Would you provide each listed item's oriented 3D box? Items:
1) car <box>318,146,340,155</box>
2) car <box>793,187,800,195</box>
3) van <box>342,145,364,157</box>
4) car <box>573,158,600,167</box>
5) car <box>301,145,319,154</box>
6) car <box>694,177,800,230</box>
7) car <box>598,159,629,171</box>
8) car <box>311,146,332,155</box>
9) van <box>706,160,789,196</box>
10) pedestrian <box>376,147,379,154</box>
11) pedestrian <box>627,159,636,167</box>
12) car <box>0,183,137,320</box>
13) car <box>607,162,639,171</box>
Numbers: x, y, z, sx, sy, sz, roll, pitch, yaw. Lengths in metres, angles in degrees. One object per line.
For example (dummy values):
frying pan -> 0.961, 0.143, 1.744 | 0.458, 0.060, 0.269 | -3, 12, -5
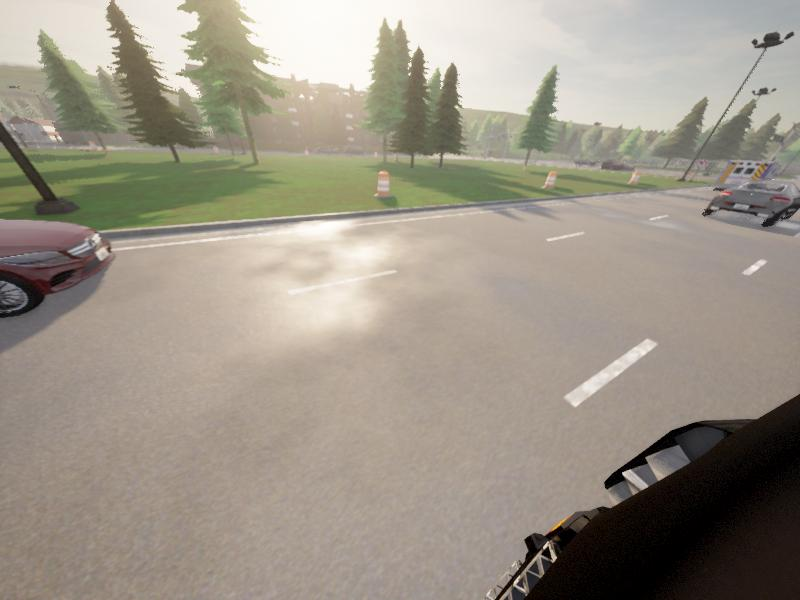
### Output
car -> -17.264, -36.429, 56.206 | 4.611, 1.667, 2.242 | -15, 37, -25
car -> 39.076, -10.403, 21.414 | 4.718, 1.301, 1.895 | -15, 37, -25
van -> -10.721, -33.888, 52.572 | 4.442, 1.987, 1.775 | -14, 37, -25
car -> 50.835, -37.678, 63.186 | 1.930, 1.638, 5.238 | -14, 37, -24
car -> -22.257, -37.262, 57.199 | 3.705, 1.549, 1.789 | -15, 37, -24
car -> 16.810, -4.680, 10.813 | 5.027, 1.651, 2.152 | -14, 37, -24
car -> 43.713, -27.742, 47.418 | 1.905, 1.878, 3.866 | -14, 37, -24
car -> -17.806, -34.068, 52.658 | 3.988, 1.617, 1.851 | -15, 37, -25
van -> 30.841, -10.885, 20.504 | 6.366, 2.431, 2.351 | -15, 37, -25
pedestrian -> -7.073, -46.510, 71.705 | 0.751, 1.860, 0.751 | -14, 37, -23
pedestrian -> 64.140, -37.871, 63.948 | 0.751, 1.860, 0.751 | -12, 36, -21
car -> -7.103, -0.451, 2.808 | 4.674, 1.442, 1.812 | -15, 37, -25
car -> 46.964, -28.140, 48.733 | 1.994, 1.385, 4.181 | -14, 37, -24
